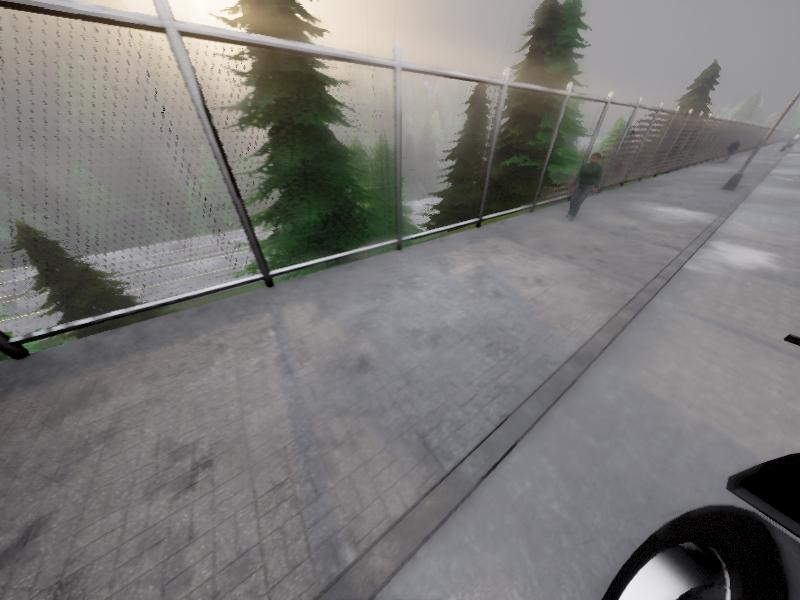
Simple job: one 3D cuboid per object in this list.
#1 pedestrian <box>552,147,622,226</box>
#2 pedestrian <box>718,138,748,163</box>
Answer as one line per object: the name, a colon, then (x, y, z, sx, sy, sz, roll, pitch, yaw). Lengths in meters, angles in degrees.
pedestrian: (5.209, -3.193, 6.545, 0.751, 1.860, 0.751, -27, 43, -32)
pedestrian: (30.860, -13.856, 21.420, 0.751, 1.860, 0.751, -21, 40, -26)
